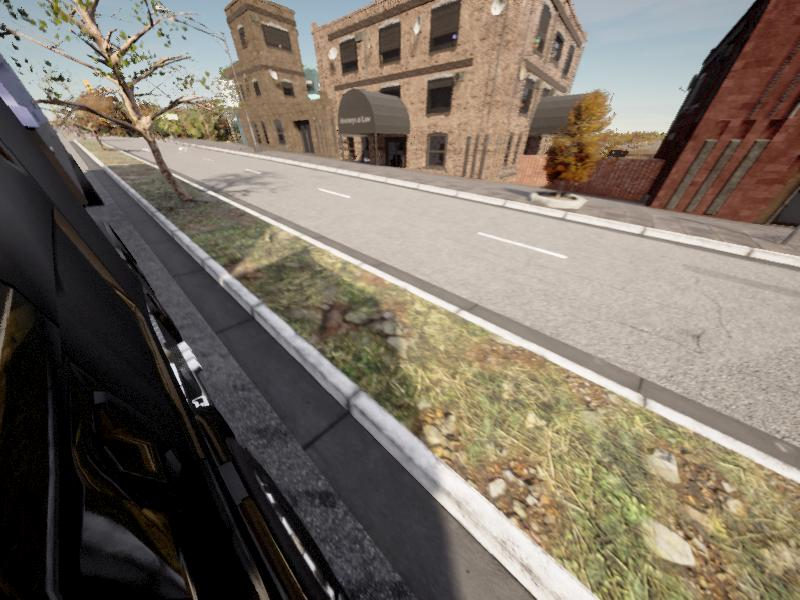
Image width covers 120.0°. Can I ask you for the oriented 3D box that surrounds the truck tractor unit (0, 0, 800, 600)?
[{"bbox_3d":[-2.645,-0.295,0.352,6.516,4.208,3.053,28,44,30],"label":"truck tractor unit"}]

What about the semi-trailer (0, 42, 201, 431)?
[{"bbox_3d":[-8.703,-3.575,4.262,14.254,4.402,2.717,28,43,30],"label":"semi-trailer"}]
